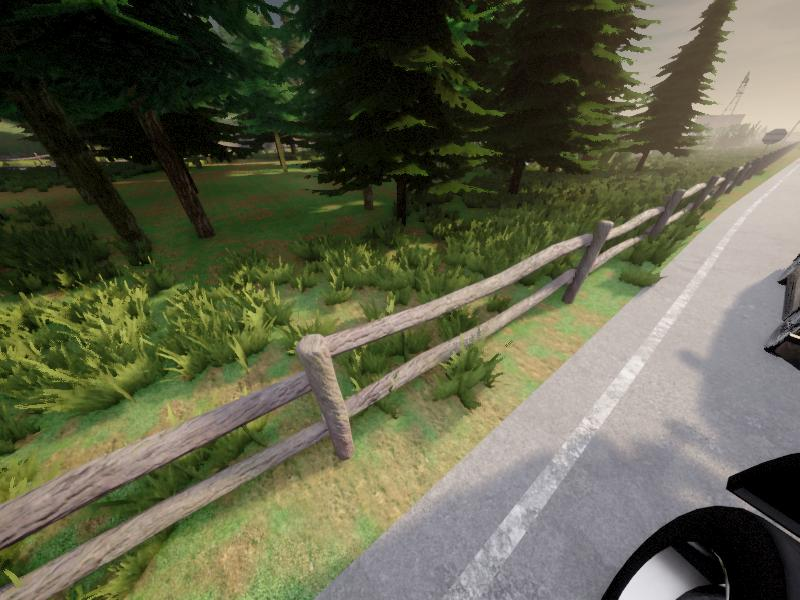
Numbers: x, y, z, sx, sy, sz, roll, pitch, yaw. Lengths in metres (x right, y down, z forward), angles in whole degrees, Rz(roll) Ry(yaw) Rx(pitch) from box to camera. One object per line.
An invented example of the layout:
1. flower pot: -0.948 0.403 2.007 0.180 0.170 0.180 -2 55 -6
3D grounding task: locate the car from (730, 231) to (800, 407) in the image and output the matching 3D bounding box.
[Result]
1. car: 6.424 -0.054 2.652 4.902 1.511 2.128 -22 41 -28
